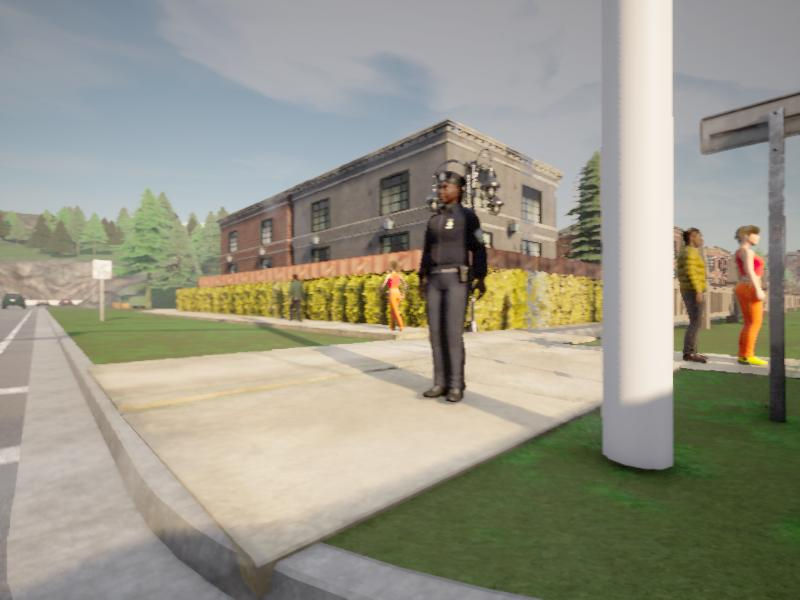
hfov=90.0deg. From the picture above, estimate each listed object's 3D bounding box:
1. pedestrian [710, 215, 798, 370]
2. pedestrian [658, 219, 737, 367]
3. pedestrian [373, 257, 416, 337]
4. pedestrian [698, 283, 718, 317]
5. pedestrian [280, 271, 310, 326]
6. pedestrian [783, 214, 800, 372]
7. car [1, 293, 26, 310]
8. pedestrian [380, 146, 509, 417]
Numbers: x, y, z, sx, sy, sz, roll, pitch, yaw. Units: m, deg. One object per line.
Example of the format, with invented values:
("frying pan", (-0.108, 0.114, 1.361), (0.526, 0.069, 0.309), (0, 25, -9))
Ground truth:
("pedestrian", (4.650, -0.085, 5.312), (0.751, 1.860, 0.751), (0, 0, 32))
("pedestrian", (4.056, -0.084, 5.522), (0.751, 1.860, 0.751), (0, 0, 27))
("pedestrian", (-0.144, -0.069, 9.825), (0.751, 1.860, 0.751), (0, 0, -42))
("pedestrian", (17.522, -0.005, 22.731), (0.751, 1.860, 0.751), (0, 0, -40))
("pedestrian", (-3.717, -0.053, 14.111), (0.751, 1.860, 0.751), (0, 0, -43))
("pedestrian", (5.196, -0.087, 4.823), (0.751, 1.860, 0.751), (0, 0, 37))
("car", (-50.438, 0.167, 52.308), (2.150, 2.045, 5.566), (0, 0, -42))
("pedestrian", (0.372, -0.126, 3.280), (0.751, 1.860, 0.751), (0, 0, 42))
